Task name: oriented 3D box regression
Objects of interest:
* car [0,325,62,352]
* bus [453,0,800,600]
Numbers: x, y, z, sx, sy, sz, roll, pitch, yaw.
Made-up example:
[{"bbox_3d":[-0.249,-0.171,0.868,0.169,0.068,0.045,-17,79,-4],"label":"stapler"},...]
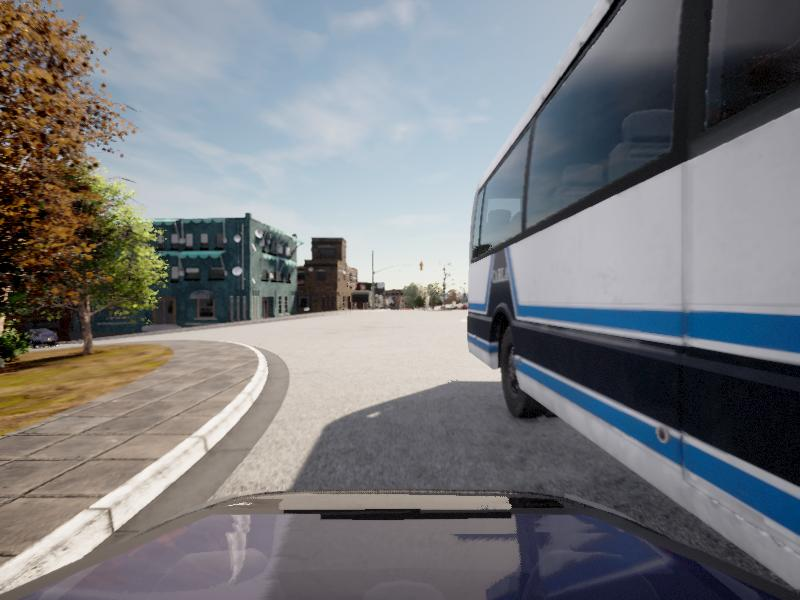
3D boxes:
[{"bbox_3d":[-27.137,2.832,28.804,4.193,1.474,1.816,-6,0,5],"label":"car"},{"bbox_3d":[3.103,-0.537,3.211,3.944,4.253,10.273,0,0,0],"label":"bus"}]
